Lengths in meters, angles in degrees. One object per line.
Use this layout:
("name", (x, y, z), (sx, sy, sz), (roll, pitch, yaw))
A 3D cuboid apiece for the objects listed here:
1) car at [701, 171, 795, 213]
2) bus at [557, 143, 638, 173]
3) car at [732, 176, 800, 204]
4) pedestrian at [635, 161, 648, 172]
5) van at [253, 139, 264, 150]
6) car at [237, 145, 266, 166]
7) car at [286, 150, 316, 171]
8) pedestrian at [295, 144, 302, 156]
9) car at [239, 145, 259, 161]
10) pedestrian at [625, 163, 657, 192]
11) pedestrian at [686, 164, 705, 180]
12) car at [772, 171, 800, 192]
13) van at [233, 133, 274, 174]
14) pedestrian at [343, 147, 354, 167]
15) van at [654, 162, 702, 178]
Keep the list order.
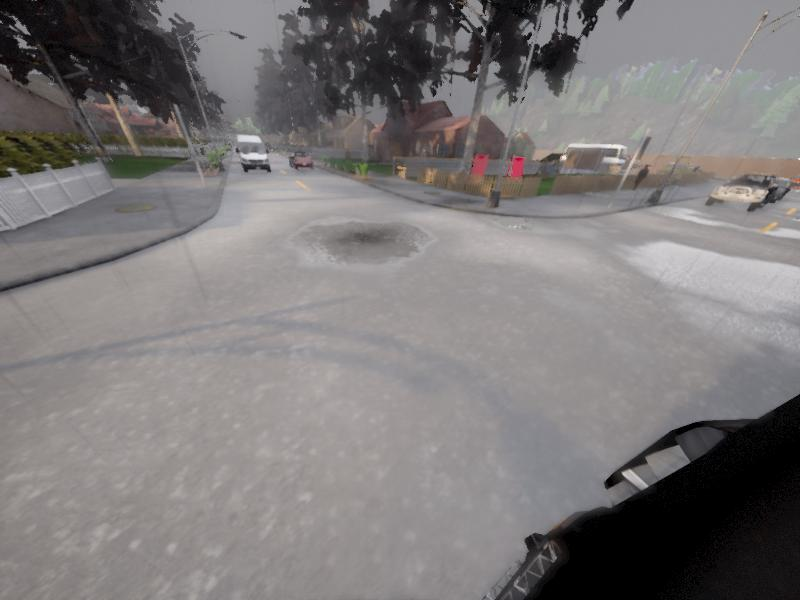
("car", (20.567, -6.501, 13.680), (4.605, 1.855, 1.932), (-16, 38, -26))
("bus", (37.322, -27.386, 44.437), (3.944, 4.253, 10.273), (-16, 38, -26))
("car", (27.378, -8.279, 17.236), (4.892, 1.490, 1.837), (-16, 38, -26))
("pedestrian", (46.864, -25.880, 44.811), (0.751, 1.860, 0.751), (-17, 38, -27))
("van", (-40.401, -44.403, 65.881), (1.988, 2.561, 5.915), (-16, 38, -26))
("car", (-16.398, -15.916, 25.393), (2.152, 1.651, 5.027), (-16, 38, -26))
("car", (-9.808, -13.760, 22.709), (1.845, 1.501, 3.633), (-16, 38, -26))
("pedestrian", (-18.891, -27.954, 42.998), (0.751, 1.860, 0.751), (-12, 36, -21))
("car", (-19.998, -19.444, 30.506), (1.801, 1.575, 5.366), (-16, 38, -26))
("pedestrian", (17.983, -9.132, 17.256), (0.751, 1.860, 0.751), (-16, 38, -26))
("pedestrian", (40.382, -17.479, 31.593), (0.751, 1.860, 0.751), (-16, 38, -26))
("car", (45.390, -13.245, 25.845), (4.553, 1.767, 2.097), (-7, 35, -14))
("van", (-12.548, -12.508, 19.696), (1.988, 2.561, 5.915), (-16, 38, -26))
("pedestrian", (-5.680, -15.730, 25.469), (0.751, 1.860, 0.751), (-16, 38, -26))
("van", (46.352, -21.746, 38.623), (1.775, 1.987, 4.442), (-16, 37, -26))
